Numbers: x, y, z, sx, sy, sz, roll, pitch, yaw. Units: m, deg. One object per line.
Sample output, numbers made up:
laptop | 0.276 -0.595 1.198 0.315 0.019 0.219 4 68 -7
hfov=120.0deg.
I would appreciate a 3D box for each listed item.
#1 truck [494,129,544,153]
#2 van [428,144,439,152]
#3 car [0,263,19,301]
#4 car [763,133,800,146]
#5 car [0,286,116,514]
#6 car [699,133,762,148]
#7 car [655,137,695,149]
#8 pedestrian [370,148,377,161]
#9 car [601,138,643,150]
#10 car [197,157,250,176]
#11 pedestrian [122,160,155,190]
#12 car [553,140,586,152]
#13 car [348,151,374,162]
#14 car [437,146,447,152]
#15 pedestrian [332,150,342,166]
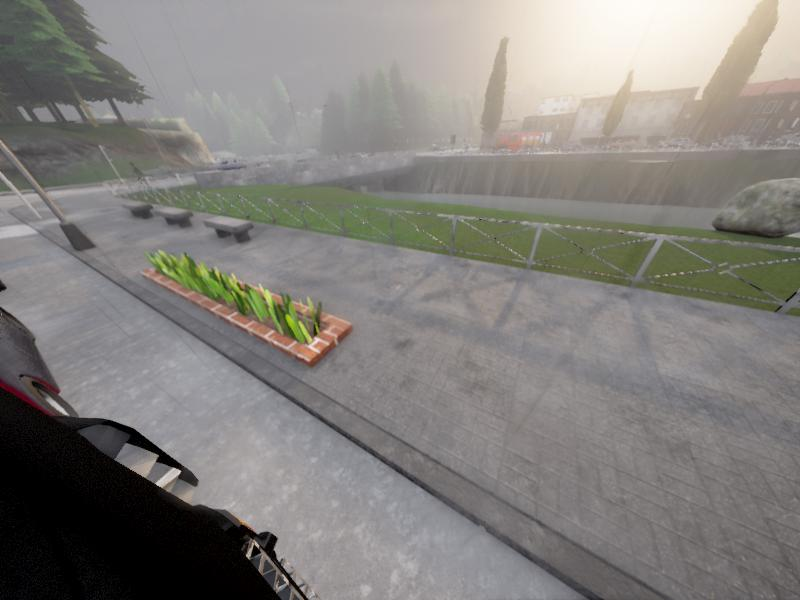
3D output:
truck | 25.199 -33.751 49.242 8.468 3.827 2.891 16 38 26
van | 11.126 -50.144 76.367 2.069 2.038 4.480 16 38 26
car | -9.783 -0.779 4.398 4.193 1.474 1.816 16 38 26
car | 57.338 -23.498 33.794 3.806 1.475 1.970 16 38 26
car | -4.701 0.646 1.865 3.633 1.501 1.845 16 38 26
car | 51.915 -25.135 36.471 5.238 1.638 1.930 16 38 26
car | 46.548 -26.615 39.204 3.806 1.475 1.970 16 38 26
pedestrian | -4.441 -24.480 38.940 0.751 1.860 0.751 21 41 31
car | 40.361 -28.465 42.269 5.027 1.651 2.152 16 38 26
car | -22.146 -16.922 29.244 2.242 1.667 4.611 16 38 26
pedestrian | -19.523 -9.323 17.267 0.751 1.860 0.751 16 38 26
car | 33.455 -30.465 45.734 4.856 1.649 2.033 16 38 26
car | -7.244 -27.229 43.776 2.038 1.542 4.974 16 38 26
car | 14.951 -53.691 81.938 2.007 1.525 4.514 16 38 26
pedestrian | -8.832 -19.958 32.471 0.751 1.860 0.751 17 38 26
